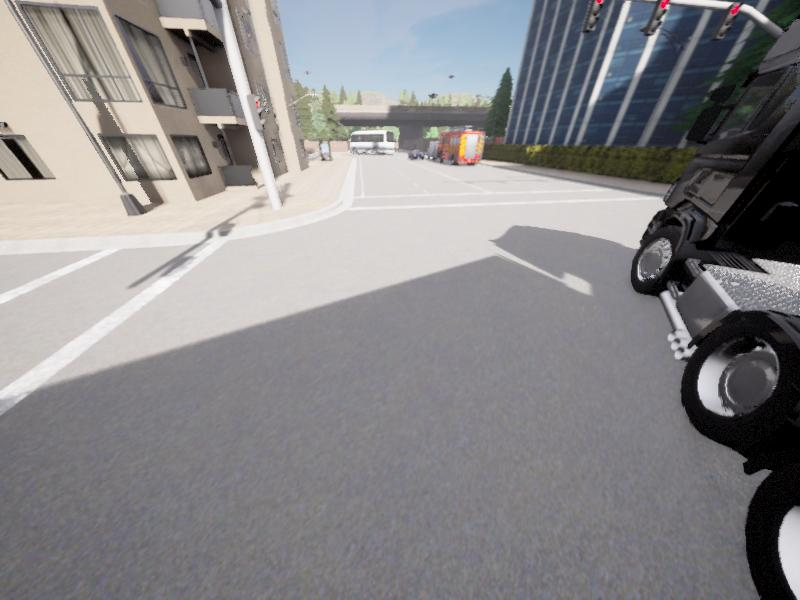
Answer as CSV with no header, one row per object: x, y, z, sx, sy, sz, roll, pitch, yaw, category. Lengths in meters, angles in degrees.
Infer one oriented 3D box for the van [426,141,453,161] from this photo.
6.021,-23.587,36.521,2.351,2.431,6.366,-5,35,-7,van

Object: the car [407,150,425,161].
2.509,-23.014,36.691,1.895,1.301,4.718,-5,35,-7,car

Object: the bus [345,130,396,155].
-6.333,-33.764,49.739,10.273,4.253,3.944,19,37,26,bus

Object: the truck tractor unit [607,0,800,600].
4.473,-0.676,1.339,3.053,4.208,6.516,20,39,26,truck tractor unit

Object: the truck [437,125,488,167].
7.313,-19.227,28.891,2.891,3.827,8.468,-5,35,-7,truck
